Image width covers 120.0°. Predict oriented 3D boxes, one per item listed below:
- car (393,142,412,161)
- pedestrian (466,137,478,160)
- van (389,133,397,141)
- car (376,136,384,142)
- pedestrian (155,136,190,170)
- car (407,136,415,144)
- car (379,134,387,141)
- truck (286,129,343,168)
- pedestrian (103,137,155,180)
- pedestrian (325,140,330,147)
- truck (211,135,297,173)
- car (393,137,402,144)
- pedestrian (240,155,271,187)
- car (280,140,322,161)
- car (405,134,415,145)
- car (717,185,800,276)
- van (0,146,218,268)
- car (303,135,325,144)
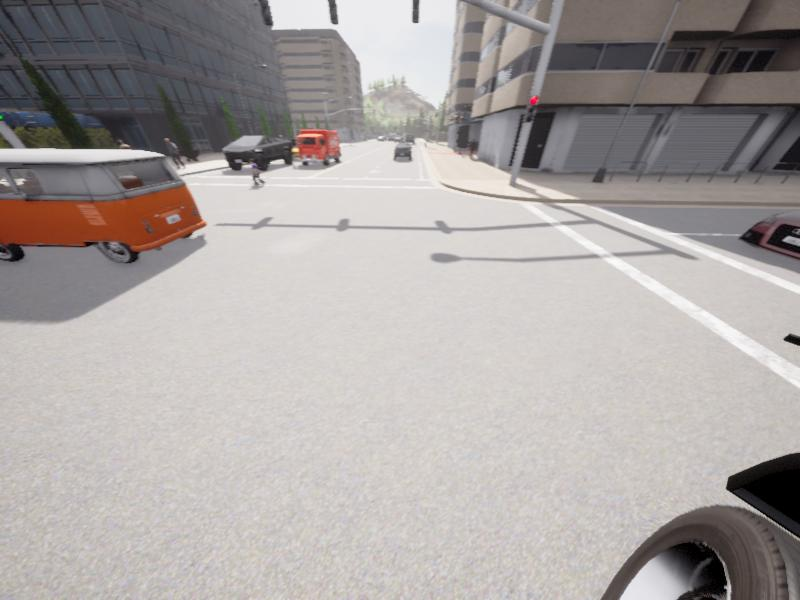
[{"bbox_3d":[0.310,-16.263,25.183,1.812,1.442,4.674,2,36,2],"label":"car"},{"bbox_3d":[6.978,-14.750,22.468,0.751,1.860,0.751,4,36,5],"label":"pedestrian"},{"bbox_3d":[-2.632,-60.514,85.758,2.351,2.431,6.366,2,36,2],"label":"van"},{"bbox_3d":[-6.643,-54.686,78.460,2.163,1.488,4.792,2,36,2],"label":"car"},{"bbox_3d":[-15.162,-9.829,15.490,0.751,1.860,0.751,-7,36,-10],"label":"pedestrian"},{"bbox_3d":[3.114,-46.504,67.114,2.242,1.667,4.611,2,36,2],"label":"car"},{"bbox_3d":[-6.190,-59.785,85.063,2.150,2.045,5.566,2,36,2],"label":"car"},{"bbox_3d":[-7.023,-13.195,19.997,2.627,2.467,5.204,2,36,2],"label":"truck"},{"bbox_3d":[-14.222,-7.464,12.212,0.751,1.860,0.751,0,36,-1],"label":"pedestrian"},{"bbox_3d":[-13.663,-29.434,43.372,0.500,1.100,0.500,9,37,12],"label":"pedestrian"},{"bbox_3d":[-10.692,-11.451,17.869,2.390,2.098,6.274,2,36,3],"label":"truck"},{"bbox_3d":[-0.634,-43.908,63.437,2.038,1.542,4.974,2,36,2],"label":"car"},{"bbox_3d":[-7.255,-6.512,11.676,0.751,1.300,0.751,0,36,-1],"label":"pedestrian"},{"bbox_3d":[-10.213,-15.809,24.367,1.801,1.575,5.366,2,36,3],"label":"car"},{"bbox_3d":[2.501,-40.099,57.715,2.150,2.045,5.566,2,36,2],"label":"car"},{"bbox_3d":[10.025,-1.297,4.529,4.181,1.385,1.994,2,36,2],"label":"car"},{"bbox_3d":[-7.088,-2.040,4.923,4.442,1.987,1.775,2,36,2],"label":"van"},{"bbox_3d":[-22.051,-41.221,59.302,4.553,1.767,2.097,2,36,3],"label":"car"}]
